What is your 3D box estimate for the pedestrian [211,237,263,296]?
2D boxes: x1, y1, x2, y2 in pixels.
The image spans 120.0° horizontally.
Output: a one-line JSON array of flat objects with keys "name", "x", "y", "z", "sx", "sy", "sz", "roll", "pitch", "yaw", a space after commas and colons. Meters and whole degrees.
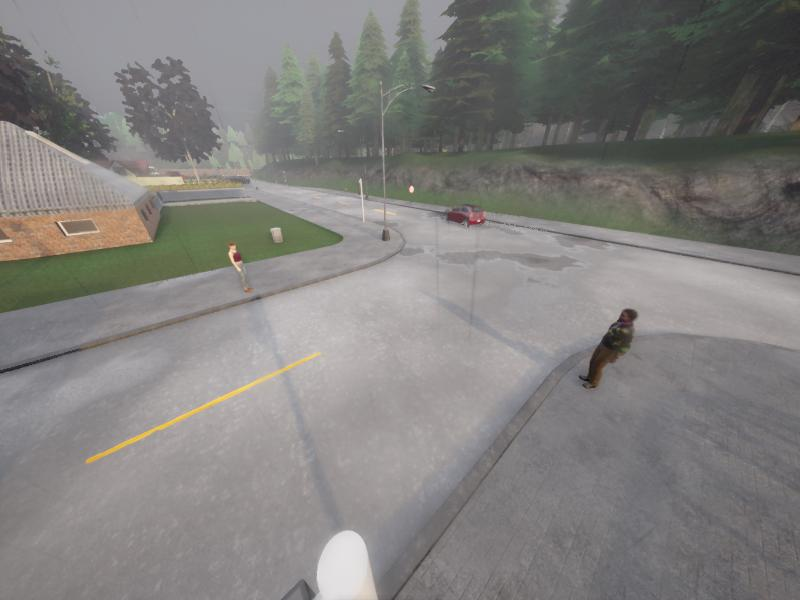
[{"name": "pedestrian", "x": -5.603, "y": -1.148, "z": 8.086, "sx": 0.751, "sy": 1.860, "sz": 0.751, "roll": -3, "pitch": 30, "yaw": -5}]

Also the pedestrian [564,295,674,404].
[{"name": "pedestrian", "x": 3.970, "y": 0.957, "z": 4.415, "sx": 0.751, "sy": 1.860, "sz": 0.751, "roll": 11, "pitch": 32, "yaw": 18}]

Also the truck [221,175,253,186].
[{"name": "truck", "x": -41.805, "y": -30.790, "z": 59.438, "sx": 2.390, "sy": 2.098, "sz": 6.274, "roll": 12, "pitch": 32, "yaw": 19}]

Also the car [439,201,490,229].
[{"name": "car", "x": 5.099, "y": -7.031, "z": 18.859, "sx": 1.845, "sy": 1.501, "sz": 3.633, "roll": -15, "pitch": 33, "yaw": -25}]

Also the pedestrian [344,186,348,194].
[{"name": "pedestrian", "x": -9.048, "y": -18.399, "z": 38.723, "sx": 0.500, "sy": 1.100, "sz": 0.500, "roll": -23, "pitch": 37, "yaw": -34}]
